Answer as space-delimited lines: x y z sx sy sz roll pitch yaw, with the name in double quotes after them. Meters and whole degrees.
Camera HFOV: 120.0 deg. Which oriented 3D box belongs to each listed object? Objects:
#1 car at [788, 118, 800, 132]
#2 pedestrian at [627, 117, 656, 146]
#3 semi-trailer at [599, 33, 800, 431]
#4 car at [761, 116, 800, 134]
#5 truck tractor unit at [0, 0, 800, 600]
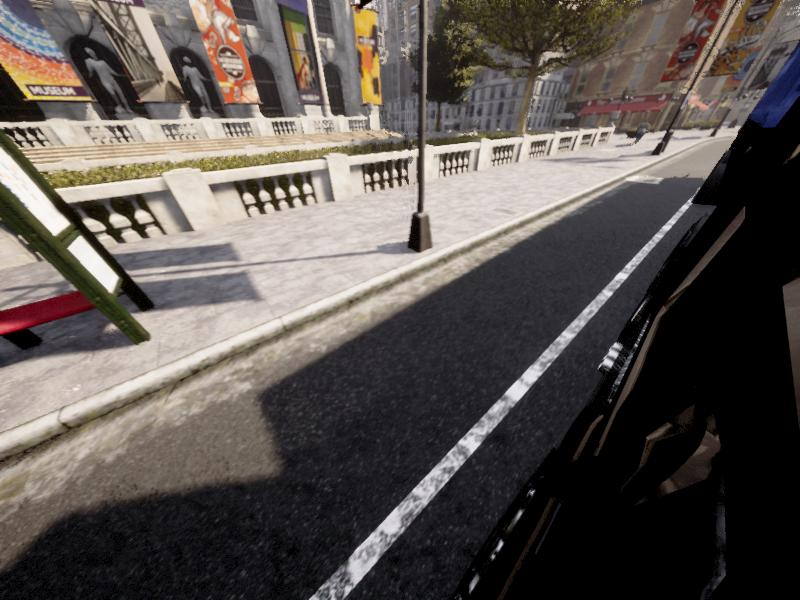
49.302 -20.609 27.002 4.718 1.301 1.895 -7 37 -6 "car"
20.076 -13.990 19.230 0.751 1.860 0.751 -20 40 -22 "pedestrian"
8.647 -3.638 4.279 14.254 4.402 2.717 -29 44 -30 "semi-trailer"
43.805 -19.535 25.787 4.674 1.452 2.002 -13 38 -14 "car"
2.645 -0.295 0.351 6.516 4.208 3.053 -28 44 -30 "truck tractor unit"
